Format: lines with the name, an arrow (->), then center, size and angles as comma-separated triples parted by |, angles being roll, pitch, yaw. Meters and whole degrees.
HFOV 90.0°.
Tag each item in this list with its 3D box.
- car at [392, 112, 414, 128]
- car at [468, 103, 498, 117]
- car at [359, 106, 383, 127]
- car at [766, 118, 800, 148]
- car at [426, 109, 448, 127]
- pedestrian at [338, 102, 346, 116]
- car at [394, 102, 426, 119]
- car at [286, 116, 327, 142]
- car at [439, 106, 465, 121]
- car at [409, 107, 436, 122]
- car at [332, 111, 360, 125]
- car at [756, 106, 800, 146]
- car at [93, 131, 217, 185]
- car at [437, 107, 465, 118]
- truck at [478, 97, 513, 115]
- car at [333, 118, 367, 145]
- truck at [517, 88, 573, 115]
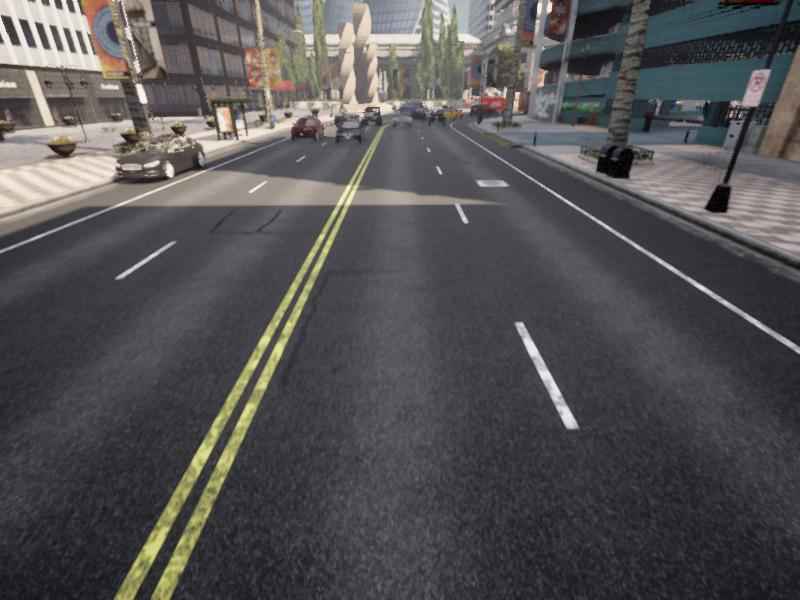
car -> 0.373, -19.061, 42.263 | 1.895, 1.301, 4.718 | 2, 27, 4
car -> 12.460, -28.411, 59.776 | 2.097, 1.767, 4.553 | 23, 35, 38
car -> -3.021, -19.564, 42.628 | 1.905, 1.878, 3.866 | 2, 27, 5
car -> 24.805, -9.831, 23.657 | 2.007, 1.523, 4.514 | 0, 27, 0
car -> 4.146, -20.024, 43.859 | 2.128, 1.511, 4.902 | 3, 27, 7
pedestrian -> -8.586, -28.296, 59.314 | 0.751, 1.860, 0.751 | 11, 29, 21
car -> 1.481, -26.832, 56.540 | 2.150, 2.045, 5.566 | 13, 30, 24
car -> -6.997, -13.152, 30.586 | 1.882, 1.535, 5.008 | 0, 27, 0
car -> 6.827, -24.266, 52.001 | 1.801, 1.575, 5.366 | 11, 29, 21
car -> 2.998, -24.103, 51.779 | 2.038, 1.542, 4.974 | 9, 29, 18
car -> -6.146, -21.048, 46.195 | 1.895, 1.301, 4.718 | 4, 28, 9
car -> 24.803, -10.206, 23.529 | 2.435, 2.045, 5.566 | 0, 27, 0
car -> -10.093, -6.208, 17.119 | 2.231, 1.521, 4.892 | 0, 27, 0
car -> 7.575, -27.977, 59.520 | 1.895, 1.301, 4.718 | 19, 33, 33
truck -> 15.859, -32.231, 66.419 | 5.204, 2.467, 2.627 | -18, 32, -31
car -> -3.505, -12.175, 28.752 | 1.812, 1.442, 4.674 | 0, 27, 0
truck -> 24.097, -33.159, 66.648 | 8.468, 3.827, 2.891 | -10, 29, -18
